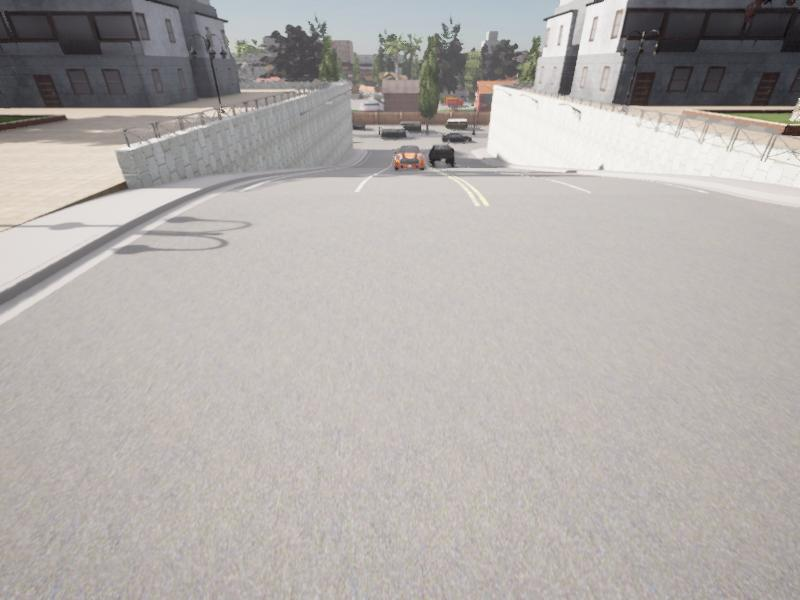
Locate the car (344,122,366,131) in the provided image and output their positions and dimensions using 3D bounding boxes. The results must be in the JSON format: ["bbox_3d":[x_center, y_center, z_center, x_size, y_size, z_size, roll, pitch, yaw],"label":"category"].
[{"bbox_3d":[-8.864,-34.253,78.987,4.181,1.385,1.994,0,30,0],"label":"car"}]

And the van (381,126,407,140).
[{"bbox_3d":[-1.022,-28.670,68.840,4.442,1.987,1.775,0,30,1],"label":"van"}]

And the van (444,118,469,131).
[{"bbox_3d":[11.000,-34.457,78.639,4.480,2.038,2.069,0,30,1],"label":"van"}]

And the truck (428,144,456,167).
[{"bbox_3d":[4.350,-15.354,42.428,2.390,2.098,6.274,0,22,1],"label":"truck"}]

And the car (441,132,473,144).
[{"bbox_3d":[9.315,-26.671,65.835,5.008,1.535,1.882,0,30,1],"label":"car"}]

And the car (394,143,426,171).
[{"bbox_3d":[0.666,-10.053,28.187,2.097,1.767,4.553,0,19,1],"label":"car"}]

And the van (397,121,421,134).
[{"bbox_3d":[1.704,-32.700,75.719,4.442,1.987,1.775,0,30,1],"label":"van"}]
